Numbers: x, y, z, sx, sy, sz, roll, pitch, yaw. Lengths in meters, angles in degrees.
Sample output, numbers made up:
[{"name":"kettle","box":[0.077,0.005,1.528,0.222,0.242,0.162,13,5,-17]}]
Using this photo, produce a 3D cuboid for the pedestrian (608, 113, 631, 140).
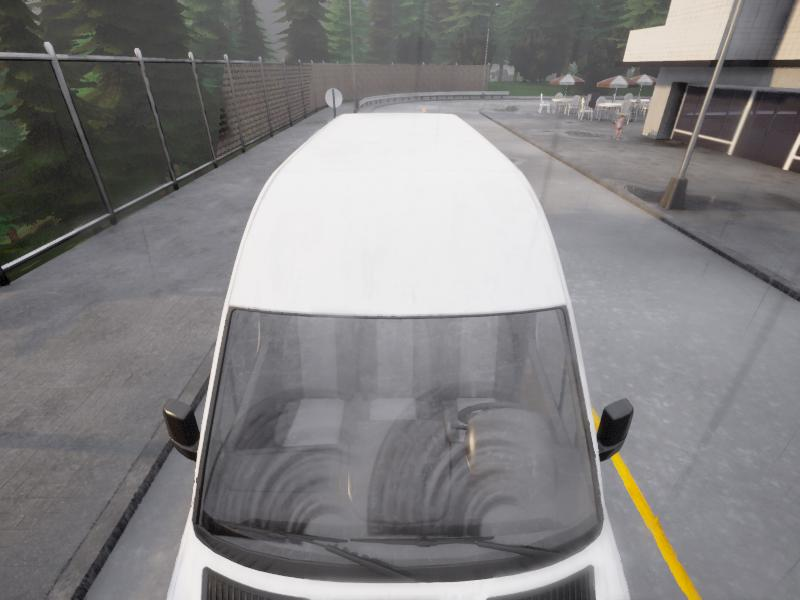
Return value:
[{"name":"pedestrian","box":[9.991,-7.909,18.228,0.500,1.100,0.500,1,30,2]}]

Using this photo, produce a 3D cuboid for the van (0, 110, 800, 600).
[{"name":"van","box":[-0.018,0.047,3.432,1.988,2.561,5.915,0,30,0]}]
